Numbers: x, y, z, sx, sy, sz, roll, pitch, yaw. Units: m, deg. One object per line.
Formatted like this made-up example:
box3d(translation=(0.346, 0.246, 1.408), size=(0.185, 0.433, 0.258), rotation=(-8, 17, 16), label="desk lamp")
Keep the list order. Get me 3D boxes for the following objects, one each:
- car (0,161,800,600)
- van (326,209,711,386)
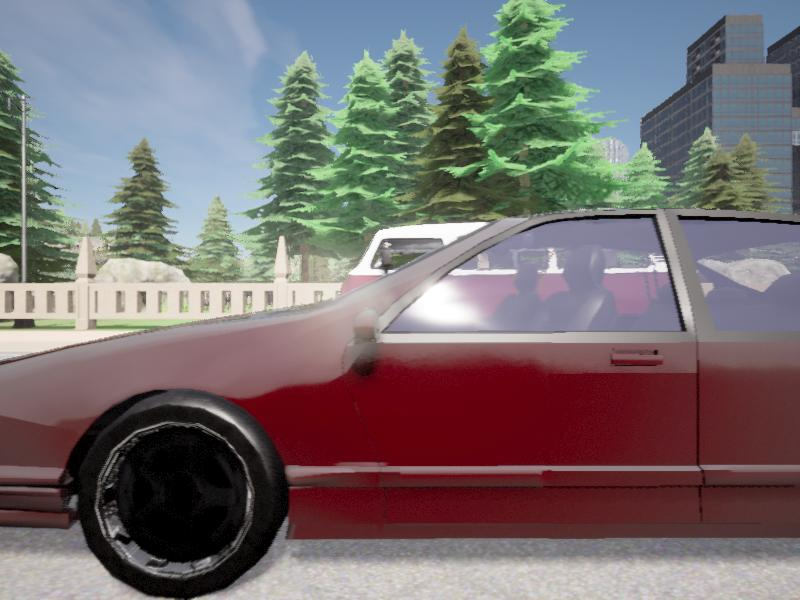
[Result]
box3d(translation=(0.914, 0.295, 2.201), size=(5.357, 1.411, 2.033), rotation=(0, 0, 0), label="car")
box3d(translation=(1.380, -0.031, 5.699), size=(4.480, 2.038, 2.069), rotation=(0, 0, 0), label="van")
